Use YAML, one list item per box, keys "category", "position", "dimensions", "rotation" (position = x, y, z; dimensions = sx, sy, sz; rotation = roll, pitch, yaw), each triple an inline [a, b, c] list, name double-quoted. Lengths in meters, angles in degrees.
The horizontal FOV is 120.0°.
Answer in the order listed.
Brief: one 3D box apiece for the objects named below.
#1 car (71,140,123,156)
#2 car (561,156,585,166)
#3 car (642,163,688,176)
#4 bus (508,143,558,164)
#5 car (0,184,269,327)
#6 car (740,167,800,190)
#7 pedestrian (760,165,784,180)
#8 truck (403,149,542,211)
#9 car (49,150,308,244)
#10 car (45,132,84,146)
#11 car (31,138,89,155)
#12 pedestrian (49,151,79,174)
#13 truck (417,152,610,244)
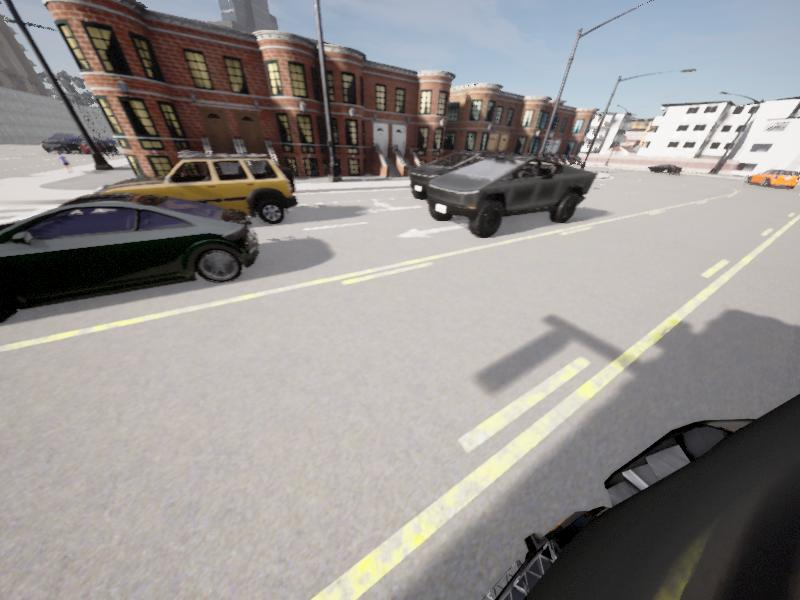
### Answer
- category: "car"
  position: [-37.502, -19.044, 28.839]
  dimensions: [2.163, 1.488, 4.792]
  rotation: [-14, 37, -24]
- category: "car"
  position: [41.946, -33.823, 56.195]
  dimensions: [1.905, 1.878, 3.866]
  rotation: [-15, 37, -24]
- category: "car"
  position: [45.171, -22.479, 39.583]
  dimensions: [1.882, 1.535, 5.008]
  rotation: [1, 33, -2]
- category: "bus"
  position: [34.444, -38.583, 60.709]
  dimensions: [3.944, 4.253, 10.273]
  rotation: [-15, 38, -25]
- category: "car"
  position: [-4.810, -0.986, 3.886]
  dimensions: [4.181, 1.385, 1.994]
  rotation: [-16, 38, -26]
- category: "car"
  position: [41.806, -13.743, 25.926]
  dimensions: [2.097, 1.767, 4.553]
  rotation: [18, 36, 22]
- category: "pedestrian"
  position: [53.748, -18.428, 33.434]
  dimensions: [0.751, 1.860, 0.751]
  rotation: [3, 33, 1]
- category: "truck"
  position: [3.503, -5.915, 11.235]
  dimensions: [6.274, 2.098, 2.390]
  rotation: [-16, 38, -26]
- category: "car"
  position: [-5.479, -3.243, 6.772]
  dimensions: [4.605, 1.855, 1.932]
  rotation: [-18, 38, -25]
- category: "car"
  position: [-65.556, -31.565, 45.340]
  dimensions: [2.150, 2.045, 5.566]
  rotation: [-16, 38, -26]
- category: "car"
  position: [-40.984, -18.692, 28.043]
  dimensions: [2.128, 1.511, 4.902]
  rotation: [-16, 38, -26]
- category: "pedestrian"
  position: [-19.362, -7.955, 13.347]
  dimensions: [0.500, 1.100, 0.500]
  rotation: [-24, 42, -34]
- category: "truck"
  position: [3.933, -3.808, 8.079]
  dimensions: [6.274, 2.098, 2.390]
  rotation: [-16, 38, -26]
